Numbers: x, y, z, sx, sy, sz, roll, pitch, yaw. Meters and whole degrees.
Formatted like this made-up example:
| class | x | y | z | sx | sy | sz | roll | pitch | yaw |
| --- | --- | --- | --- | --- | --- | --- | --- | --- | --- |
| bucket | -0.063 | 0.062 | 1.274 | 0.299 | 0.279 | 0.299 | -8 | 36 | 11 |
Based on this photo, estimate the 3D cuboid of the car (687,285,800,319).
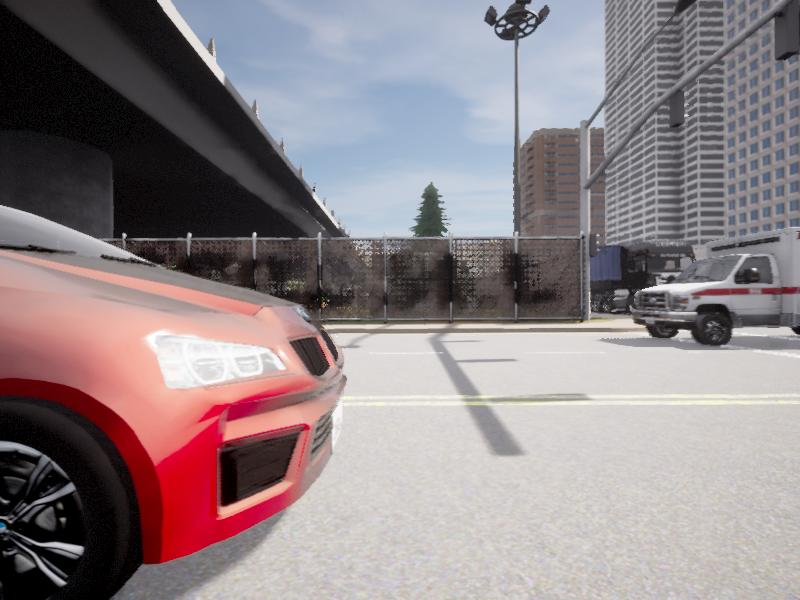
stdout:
| class | x | y | z | sx | sy | sz | roll | pitch | yaw |
| --- | --- | --- | --- | --- | --- | --- | --- | --- | --- |
| car | 17.110 | 0.106 | 20.165 | 2.007 | 1.525 | 4.514 | 0 | 0 | -1 |

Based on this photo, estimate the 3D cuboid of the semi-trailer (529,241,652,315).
| class | x | y | z | sx | sy | sz | roll | pitch | yaw |
| --- | --- | --- | --- | --- | --- | --- | --- | --- | --- |
| semi-trailer | 13.574 | -1.329 | 30.832 | 2.717 | 4.402 | 14.254 | 0 | 0 | 0 |

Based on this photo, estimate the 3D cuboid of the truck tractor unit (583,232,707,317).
| class | x | y | z | sx | sy | sz | roll | pitch | yaw |
| --- | --- | --- | --- | --- | --- | --- | --- | --- | --- |
| truck tractor unit | 13.554 | -1.232 | 22.923 | 3.053 | 4.208 | 6.516 | 0 | 0 | 0 |

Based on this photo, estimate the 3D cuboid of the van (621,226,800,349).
| class | x | y | z | sx | sy | sz | roll | pitch | yaw |
| --- | --- | --- | --- | --- | --- | --- | --- | --- | --- |
| van | 8.926 | -0.277 | 9.200 | 6.366 | 2.431 | 2.351 | -1 | 0 | 0 |

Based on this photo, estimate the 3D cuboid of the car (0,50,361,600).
| class | x | y | z | sx | sy | sz | roll | pitch | yaw |
| --- | --- | --- | --- | --- | --- | --- | --- | --- | --- |
| car | -2.622 | 0.171 | 2.179 | 4.611 | 1.667 | 2.242 | 0 | 0 | 0 |
